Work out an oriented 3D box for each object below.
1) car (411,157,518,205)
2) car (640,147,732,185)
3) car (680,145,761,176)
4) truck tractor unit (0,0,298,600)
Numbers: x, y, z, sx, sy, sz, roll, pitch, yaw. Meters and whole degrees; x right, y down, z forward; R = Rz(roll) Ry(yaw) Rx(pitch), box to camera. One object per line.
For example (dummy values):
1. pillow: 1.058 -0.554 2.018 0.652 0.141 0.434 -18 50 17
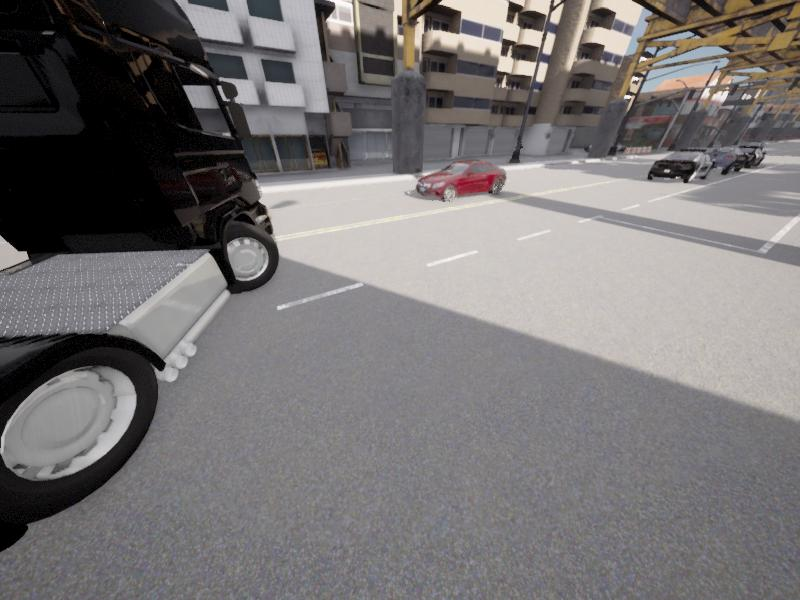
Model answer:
1. car: 2.977 -5.629 10.716 4.674 1.442 1.812 -19 39 -24
2. car: 17.644 -8.372 14.280 5.238 1.638 1.930 -19 39 -24
3. car: 23.728 -10.417 17.141 5.027 1.651 2.152 -19 39 -24
4. truck tractor unit: -3.643 -0.850 1.551 3.053 4.208 6.516 -3 35 -5
